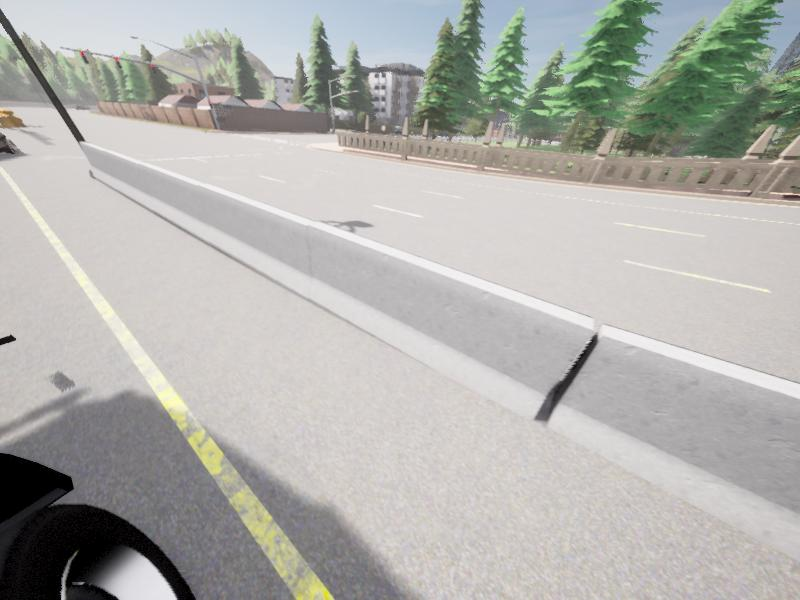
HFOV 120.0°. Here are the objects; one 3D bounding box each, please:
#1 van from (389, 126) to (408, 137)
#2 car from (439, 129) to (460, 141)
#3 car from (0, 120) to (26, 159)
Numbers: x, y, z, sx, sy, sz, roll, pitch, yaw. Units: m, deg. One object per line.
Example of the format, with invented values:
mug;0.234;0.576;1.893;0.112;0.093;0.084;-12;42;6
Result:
van;-0.240;-39.551;54.277;2.069;2.038;4.480;26;42;26
car;11.492;-37.985;53.348;2.150;2.045;5.566;26;42;26
car;-20.257;-7.319;10.499;1.970;1.475;3.806;-18;43;-27
